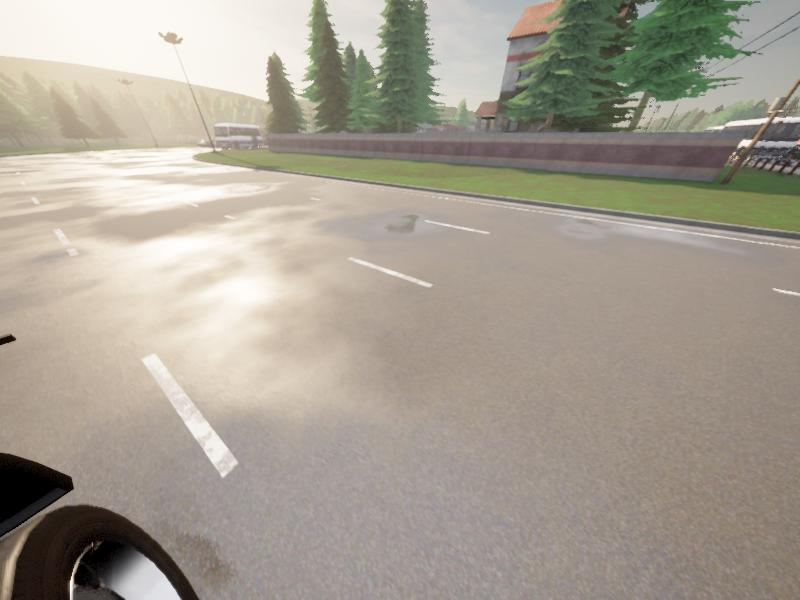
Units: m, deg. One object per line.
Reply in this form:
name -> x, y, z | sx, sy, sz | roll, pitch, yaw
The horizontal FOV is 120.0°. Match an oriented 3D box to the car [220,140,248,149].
car -> -36.507, -34.411, 51.002 | 1.801, 1.575, 5.366 | 5, 36, 7

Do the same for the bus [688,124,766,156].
bus -> 59.406, -29.523, 42.622 | 3.944, 4.253, 10.273 | 20, 39, 23

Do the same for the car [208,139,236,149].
car -> -39.867, -35.056, 51.794 | 2.033, 1.649, 4.856 | 5, 36, 7

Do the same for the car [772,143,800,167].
car -> 42.306, -14.892, 23.779 | 1.905, 1.878, 3.866 | 10, 38, 14

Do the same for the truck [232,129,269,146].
truck -> -42.099, -46.180, 65.645 | 2.891, 3.827, 8.468 | 11, 37, 15

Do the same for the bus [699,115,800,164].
bus -> 43.535, -19.701, 28.496 | 3.944, 4.253, 10.273 | 17, 38, 24

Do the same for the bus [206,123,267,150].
bus -> -33.321, -33.978, 48.060 | 3.944, 4.253, 10.273 | 5, 36, 7

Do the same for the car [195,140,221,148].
car -> -43.331, -35.315, 52.270 | 1.816, 1.474, 4.193 | 5, 36, 7

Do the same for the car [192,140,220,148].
car -> -46.181, -37.348, 55.130 | 2.163, 1.488, 4.792 | 7, 36, 10
